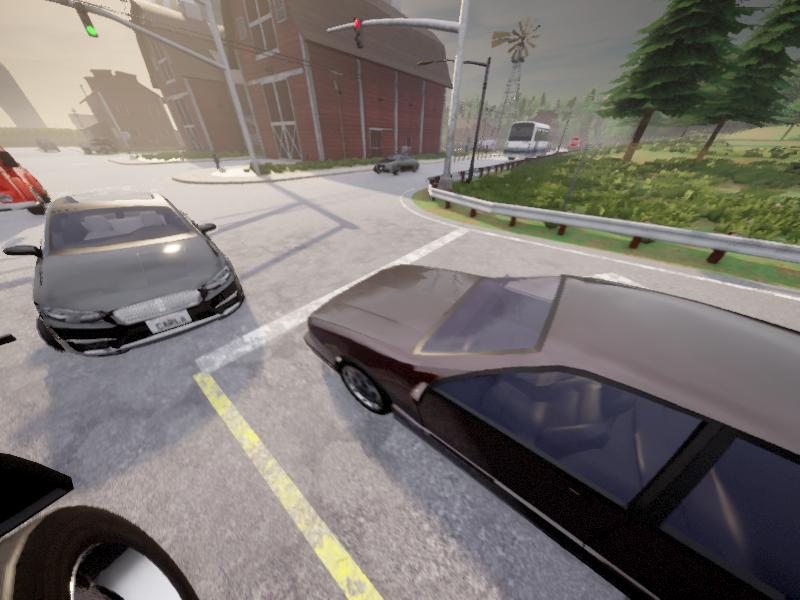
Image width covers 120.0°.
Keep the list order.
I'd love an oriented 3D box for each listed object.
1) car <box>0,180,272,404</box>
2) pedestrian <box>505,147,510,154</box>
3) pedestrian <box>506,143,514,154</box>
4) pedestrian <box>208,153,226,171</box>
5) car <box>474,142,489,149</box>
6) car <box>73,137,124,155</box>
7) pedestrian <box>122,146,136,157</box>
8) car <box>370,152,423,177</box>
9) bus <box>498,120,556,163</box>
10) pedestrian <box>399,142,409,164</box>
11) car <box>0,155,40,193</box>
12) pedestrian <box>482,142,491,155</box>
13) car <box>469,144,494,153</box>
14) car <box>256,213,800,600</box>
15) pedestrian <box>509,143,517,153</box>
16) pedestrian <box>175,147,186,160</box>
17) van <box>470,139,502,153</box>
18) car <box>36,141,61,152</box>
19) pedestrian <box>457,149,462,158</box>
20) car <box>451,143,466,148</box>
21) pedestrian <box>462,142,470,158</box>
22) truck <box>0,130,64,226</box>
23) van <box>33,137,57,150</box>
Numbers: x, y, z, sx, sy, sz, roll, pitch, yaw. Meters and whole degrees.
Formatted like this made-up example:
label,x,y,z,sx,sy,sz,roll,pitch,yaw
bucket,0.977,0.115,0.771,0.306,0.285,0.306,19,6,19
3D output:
label,x,y,z,sx,sy,sz,roll,pitch,yaw
car,-4.515,-0.942,3.979,4.902,1.511,2.128,29,39,34
pedestrian,22.772,-31.718,48.968,0.500,1.100,0.500,-23,41,-30
pedestrian,22.761,-31.439,47.901,0.751,1.860,0.751,-25,42,-32
pedestrian,-13.599,-10.282,17.196,0.500,1.100,0.500,6,35,8
car,27.047,-51.217,76.440,3.866,1.878,1.905,-7,35,-10
car,-43.916,-22.476,33.730,3.866,1.878,1.905,-4,41,-4
pedestrian,-33.039,-18.096,28.217,0.500,1.100,0.500,5,35,6
car,-0.192,-11.014,18.667,1.994,1.385,4.181,24,41,30
bus,18.022,-22.206,32.502,3.944,4.253,10.273,24,41,30
pedestrian,0.400,-15.575,24.494,0.751,1.860,0.751,24,41,30
car,-20.725,-6.501,11.829,4.181,1.385,1.994,24,41,30
pedestrian,14.912,-26.141,39.900,0.751,1.860,0.751,28,43,34
car,18.490,-34.340,52.385,4.792,1.488,2.163,24,41,29
car,1.501,0.718,1.749,5.357,1.411,2.033,24,41,29
pedestrian,24.276,-32.565,49.543,0.751,1.860,0.751,-23,41,-30
pedestrian,-22.950,-15.298,24.165,0.500,1.100,0.500,-24,42,-31
van,20.232,-36.541,54.747,6.366,2.431,2.351,24,41,29
car,-61.617,-26.980,40.514,3.705,1.549,1.789,23,41,30
pedestrian,8.514,-21.077,33.190,0.500,1.100,0.500,14,37,18
car,19.782,-52.288,78.212,4.193,1.474,1.816,18,38,23
pedestrian,9.589,-21.797,33.575,0.751,1.860,0.751,20,39,25
truck,-14.201,-4.077,7.506,5.204,2.467,2.627,23,41,30
van,-69.849,-30.760,45.460,4.442,1.987,1.775,24,41,29
